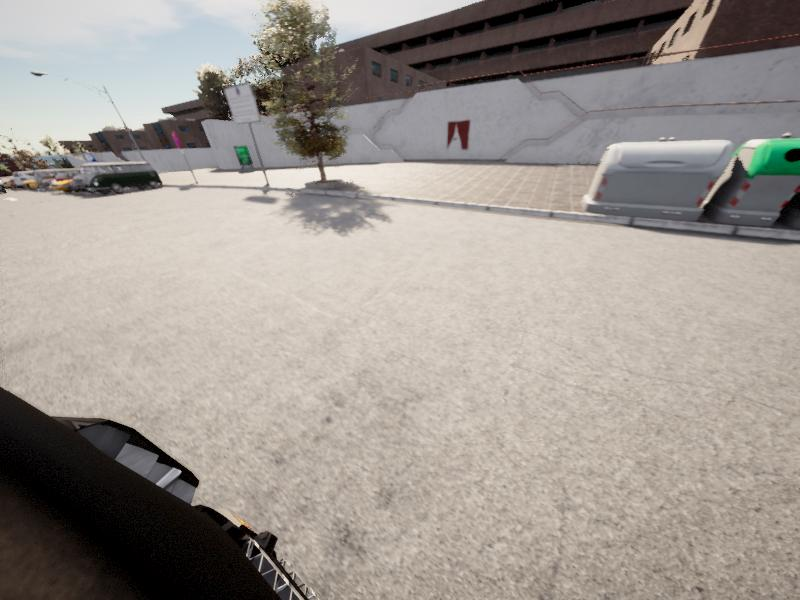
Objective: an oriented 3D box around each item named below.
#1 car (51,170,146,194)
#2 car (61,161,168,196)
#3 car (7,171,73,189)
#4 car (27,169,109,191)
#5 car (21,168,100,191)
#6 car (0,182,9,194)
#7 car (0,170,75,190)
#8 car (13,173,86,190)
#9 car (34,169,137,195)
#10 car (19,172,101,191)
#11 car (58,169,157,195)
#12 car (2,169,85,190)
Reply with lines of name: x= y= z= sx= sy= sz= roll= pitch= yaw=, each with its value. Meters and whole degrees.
car: x=-26.598 y=-10.650 z=20.694 sx=2.002 sy=1.452 sz=4.674 roll=3 pitch=33 yaw=10
car: x=-21.482 y=-9.449 z=17.789 sx=1.878 sy=1.987 sz=4.442 roll=3 pitch=33 yaw=10
car: x=-52.382 y=-17.601 z=33.789 sx=1.878 sy=1.987 sz=4.442 roll=3 pitch=33 yaw=10
car: x=-36.903 y=-13.530 z=25.959 sx=2.185 sy=1.767 sz=4.553 roll=3 pitch=33 yaw=10
car: x=-39.507 y=-14.217 z=27.116 sx=1.878 sy=1.987 sz=4.442 roll=3 pitch=33 yaw=10
car: x=-46.917 y=-12.878 z=26.266 sx=3.633 sy=1.501 sz=1.845 roll=15 pitch=37 yaw=27
car: x=-54.937 y=-18.332 z=35.189 sx=2.435 sy=2.045 sz=5.566 roll=3 pitch=33 yaw=10
car: x=-47.201 y=-16.130 z=31.334 sx=2.097 sy=1.535 sz=5.008 roll=3 pitch=33 yaw=10
car: x=-29.208 y=-11.268 z=21.848 sx=1.946 sy=1.575 sz=5.366 roll=3 pitch=33 yaw=10
car: x=-42.028 y=-14.871 z=28.818 sx=1.946 sy=1.575 sz=5.366 roll=3 pitch=33 yaw=10
car: x=-24.031 y=-9.967 z=19.359 sx=2.002 sy=1.452 sz=4.674 roll=3 pitch=33 yaw=10
car: x=-49.791 y=-17.030 z=32.556 sx=2.435 sy=2.045 sz=5.566 roll=2 pitch=33 yaw=10
